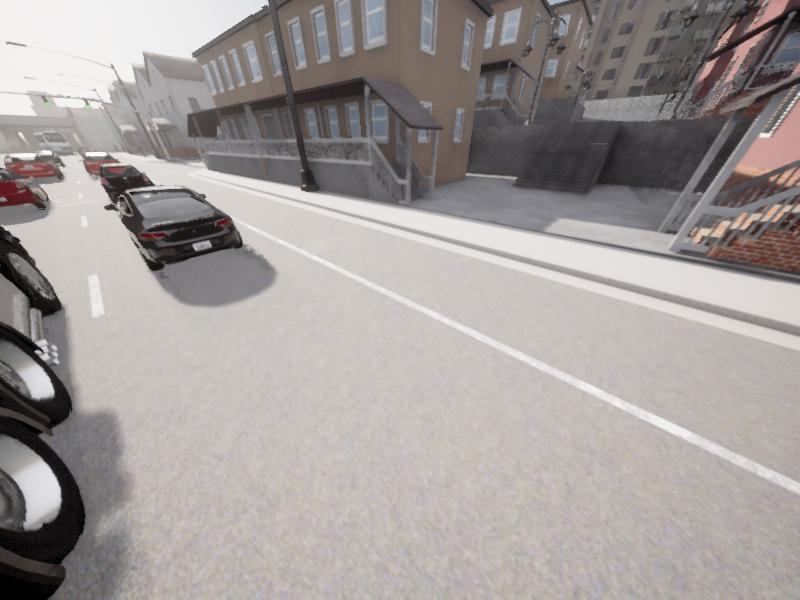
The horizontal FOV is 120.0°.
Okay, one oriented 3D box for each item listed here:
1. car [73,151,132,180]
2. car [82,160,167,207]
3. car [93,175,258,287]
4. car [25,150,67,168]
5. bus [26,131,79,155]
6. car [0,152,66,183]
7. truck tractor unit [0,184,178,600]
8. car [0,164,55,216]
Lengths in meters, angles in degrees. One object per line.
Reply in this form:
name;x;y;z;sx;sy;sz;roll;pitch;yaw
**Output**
car;-24.423;-11.135;18.936;4.611;1.667;2.242;26;42;32
car;-13.205;-5.687;11.070;3.633;1.501;1.845;26;42;32
car;-5.811;-2.096;5.880;4.674;1.442;1.812;26;42;32
car;-41.644;-16.744;27.317;4.902;1.511;2.128;26;42;32
bus;-80.665;-36.356;53.627;10.273;4.253;3.944;18;38;25
car;-27.672;-10.091;17.427;4.611;1.667;2.242;26;42;32
truck tractor unit;-4.967;-0.419;0.970;6.516;4.208;3.053;24;41;30
car;-16.353;-4.597;9.495;3.633;1.501;1.845;25;42;33
